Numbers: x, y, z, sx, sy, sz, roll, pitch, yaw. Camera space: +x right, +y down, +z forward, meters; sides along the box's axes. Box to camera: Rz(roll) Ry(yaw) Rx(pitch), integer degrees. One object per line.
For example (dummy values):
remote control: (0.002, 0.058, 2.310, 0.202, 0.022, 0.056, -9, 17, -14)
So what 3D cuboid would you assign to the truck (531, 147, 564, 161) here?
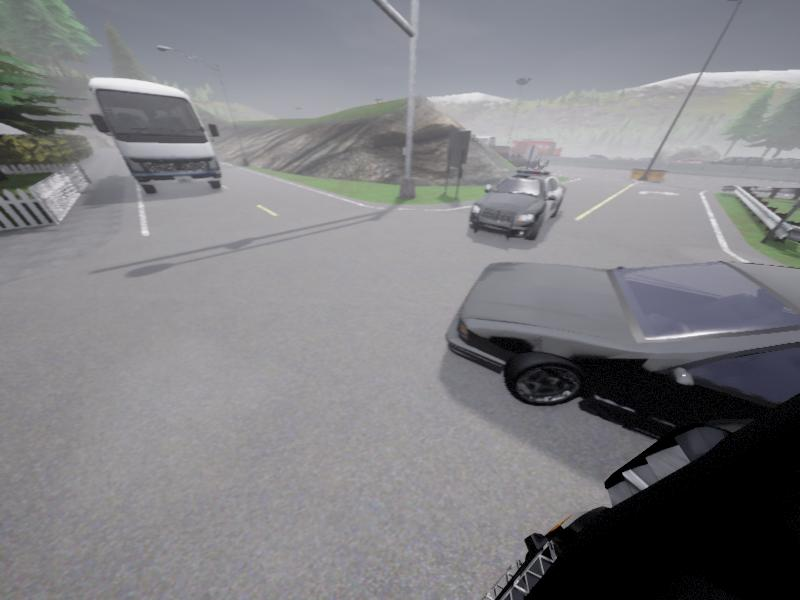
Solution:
truck: (32.917, -32.796, 51.820, 2.627, 2.467, 5.204, -27, 44, -36)

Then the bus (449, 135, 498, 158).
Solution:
bus: (17.514, -37.152, 55.945, 3.944, 4.253, 10.273, -27, 44, -36)

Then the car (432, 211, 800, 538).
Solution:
car: (3.225, 0.555, 1.966, 5.357, 1.411, 2.033, 18, 38, 23)

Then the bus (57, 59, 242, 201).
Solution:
bus: (-13.152, -8.857, 12.759, 3.944, 4.253, 10.273, -27, 44, -35)

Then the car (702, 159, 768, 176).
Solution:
car: (46.359, -18.560, 32.181, 2.033, 1.649, 4.856, -27, 43, -36)

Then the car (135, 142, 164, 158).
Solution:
car: (-32.378, -19.375, 29.828, 2.007, 1.525, 4.514, -27, 44, -36)

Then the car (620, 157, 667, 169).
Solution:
car: (42.132, -23.880, 40.048, 2.033, 1.411, 5.357, -27, 44, -36)

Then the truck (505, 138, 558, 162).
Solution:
truck: (27.084, -31.238, 48.045, 2.891, 3.827, 8.468, -27, 44, -36)

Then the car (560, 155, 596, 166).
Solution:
car: (31.389, -24.699, 40.848, 1.895, 1.301, 4.718, -27, 44, -36)

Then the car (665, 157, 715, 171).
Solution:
car: (45.910, -21.694, 36.749, 2.242, 1.667, 4.611, -27, 44, -36)

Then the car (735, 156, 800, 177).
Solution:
car: (51.497, -18.446, 31.880, 2.150, 2.045, 5.566, -27, 44, -36)

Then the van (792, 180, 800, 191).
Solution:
van: (34.760, -8.947, 16.643, 1.988, 2.561, 5.915, -27, 43, -36)

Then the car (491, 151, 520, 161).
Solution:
car: (22.164, -30.406, 48.668, 1.837, 1.490, 4.892, -27, 44, -36)

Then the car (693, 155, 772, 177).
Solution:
car: (43.352, -17.722, 30.435, 2.150, 2.045, 5.566, -27, 44, -35)

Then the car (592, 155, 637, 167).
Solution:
car: (37.083, -24.193, 40.109, 1.801, 1.575, 5.366, -27, 44, -36)

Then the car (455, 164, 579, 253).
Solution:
car: (3.994, -3.306, 7.545, 2.038, 1.542, 4.974, 25, 42, 31)

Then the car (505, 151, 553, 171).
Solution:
car: (15.910, -17.327, 28.736, 1.932, 1.855, 4.605, -28, 43, -36)

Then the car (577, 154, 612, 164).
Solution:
car: (39.231, -28.537, 46.693, 1.837, 1.490, 4.892, -27, 44, -36)

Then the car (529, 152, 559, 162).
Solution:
car: (30.909, -30.769, 49.594, 2.128, 1.511, 4.902, -27, 44, -36)
